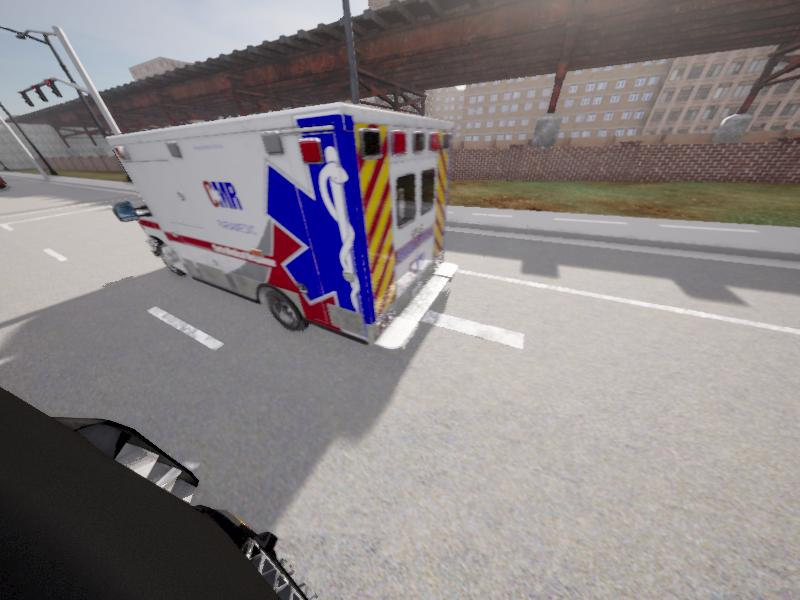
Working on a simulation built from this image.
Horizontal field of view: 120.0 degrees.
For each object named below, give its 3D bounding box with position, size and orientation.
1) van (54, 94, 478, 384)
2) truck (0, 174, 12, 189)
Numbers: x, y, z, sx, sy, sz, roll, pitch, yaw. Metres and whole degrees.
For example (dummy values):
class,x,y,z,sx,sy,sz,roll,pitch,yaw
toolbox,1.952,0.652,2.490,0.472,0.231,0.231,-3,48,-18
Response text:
class,x,y,z,sx,sy,sz,roll,pitch,yaw
van,-2.322,-1.414,4.045,6.366,2.431,2.351,15,37,24
truck,-42.209,-12.761,22.043,8.468,3.827,2.891,15,38,24
